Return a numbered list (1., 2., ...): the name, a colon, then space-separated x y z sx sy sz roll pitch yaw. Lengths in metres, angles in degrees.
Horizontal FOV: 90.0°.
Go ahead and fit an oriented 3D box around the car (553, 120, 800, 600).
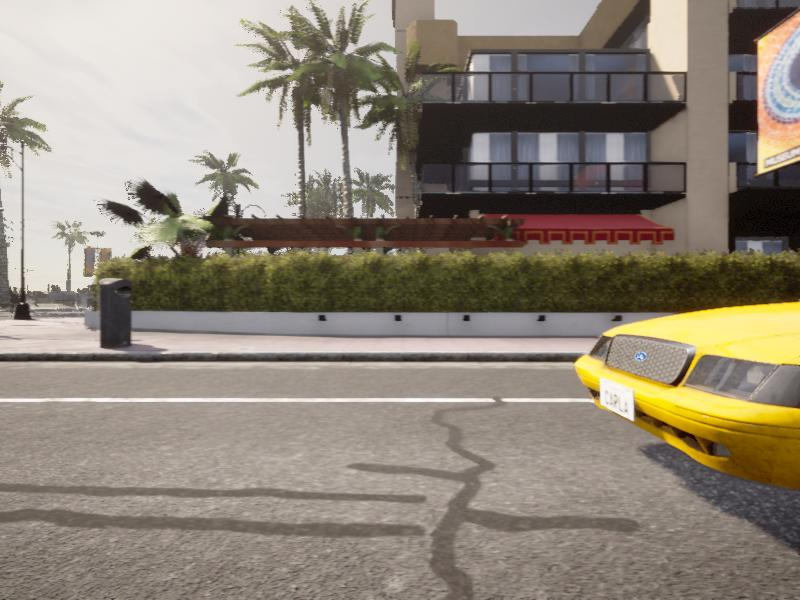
1. car: 3.867 0.204 2.200 5.366 1.575 1.801 0 0 0
